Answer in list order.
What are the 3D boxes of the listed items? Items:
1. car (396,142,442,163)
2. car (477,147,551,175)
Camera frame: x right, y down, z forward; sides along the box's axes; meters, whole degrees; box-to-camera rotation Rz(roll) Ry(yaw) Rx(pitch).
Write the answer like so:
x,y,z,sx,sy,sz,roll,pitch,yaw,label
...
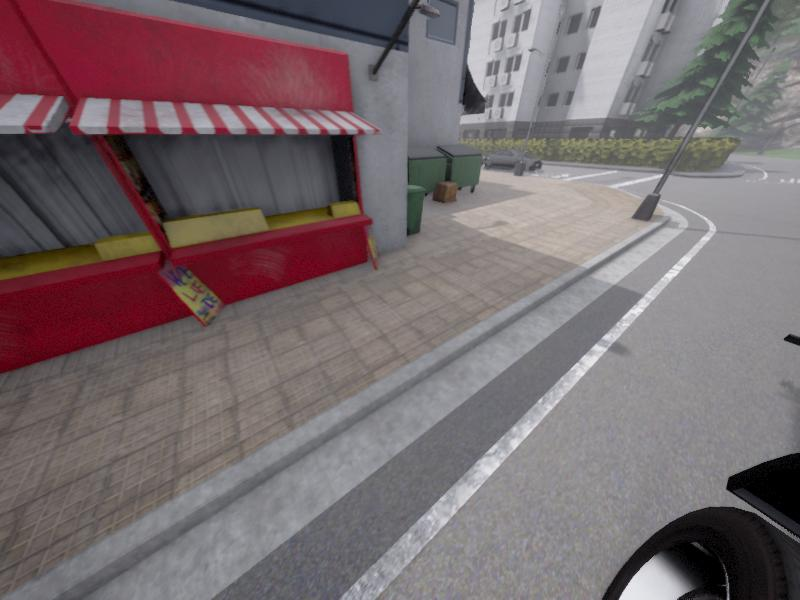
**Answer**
x,y,z,sx,sy,sz,roll,pitch,yaw,label
1.801,-15.267,23.797,2.242,1.667,4.611,-23,41,-29,car
8.064,-10.184,16.796,1.994,1.385,4.181,-23,41,-28,car
